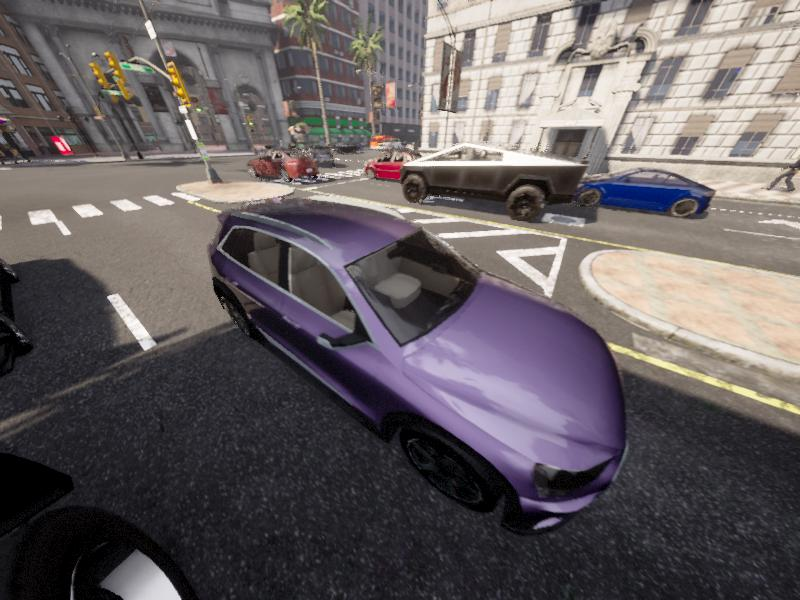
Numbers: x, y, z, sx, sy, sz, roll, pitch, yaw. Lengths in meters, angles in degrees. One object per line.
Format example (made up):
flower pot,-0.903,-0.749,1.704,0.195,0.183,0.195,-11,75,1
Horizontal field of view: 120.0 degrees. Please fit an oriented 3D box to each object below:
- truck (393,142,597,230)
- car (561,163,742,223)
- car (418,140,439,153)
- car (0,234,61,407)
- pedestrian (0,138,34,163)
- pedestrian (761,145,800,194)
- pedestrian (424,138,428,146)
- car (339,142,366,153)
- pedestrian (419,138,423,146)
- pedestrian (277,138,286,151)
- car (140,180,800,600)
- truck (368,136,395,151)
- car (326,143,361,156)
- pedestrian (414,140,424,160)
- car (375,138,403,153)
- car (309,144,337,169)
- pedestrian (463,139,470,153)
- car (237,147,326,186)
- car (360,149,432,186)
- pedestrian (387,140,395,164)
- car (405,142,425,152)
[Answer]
truck,2.989,-4.562,8.584,6.274,2.098,2.390,22,41,28
car,8.979,-4.285,8.873,4.181,1.385,1.994,22,41,28
car,5.090,-27.710,41.626,1.905,1.878,3.866,23,41,29
car,-6.613,-0.081,2.768,5.357,1.411,2.033,22,41,28
pedestrian,-34.843,-13.535,20.924,0.751,1.860,0.751,-14,38,-20
pedestrian,18.195,-6.040,10.701,0.751,1.860,0.751,-23,41,-30
pedestrian,7.383,-44.853,65.689,0.751,1.860,0.751,-23,41,-29
car,-8.323,-27.204,41.192,1.812,1.442,4.674,22,41,28
pedestrian,5.797,-44.012,64.483,0.751,1.860,0.751,20,40,26
pedestrian,-21.441,-28.202,41.850,0.751,1.860,0.751,-3,35,-4
car,-0.420,-0.130,2.678,4.856,1.649,2.033,22,41,28
truck,-3.623,-31.358,46.238,2.627,2.467,5.204,23,41,28
car,-8.657,-23.479,35.848,2.128,1.511,4.902,22,41,28
pedestrian,2.112,-16.861,25.930,0.751,1.860,0.751,18,39,23
car,-1.976,-29.029,43.305,2.150,2.045,5.566,23,41,28
car,-7.297,-13.640,21.793,2.033,1.649,4.856,-11,37,-13
pedestrian,10.706,-24.688,37.102,0.751,1.860,0.751,10,36,14
car,-7.364,-8.439,14.419,5.027,1.651,2.152,20,40,26
car,-0.289,-8.194,14.138,3.988,1.617,1.851,23,41,28
pedestrian,-0.827,-13.690,21.407,0.751,1.860,0.751,0,35,-1
car,2.872,-29.202,44.085,1.970,1.475,3.806,23,41,29
